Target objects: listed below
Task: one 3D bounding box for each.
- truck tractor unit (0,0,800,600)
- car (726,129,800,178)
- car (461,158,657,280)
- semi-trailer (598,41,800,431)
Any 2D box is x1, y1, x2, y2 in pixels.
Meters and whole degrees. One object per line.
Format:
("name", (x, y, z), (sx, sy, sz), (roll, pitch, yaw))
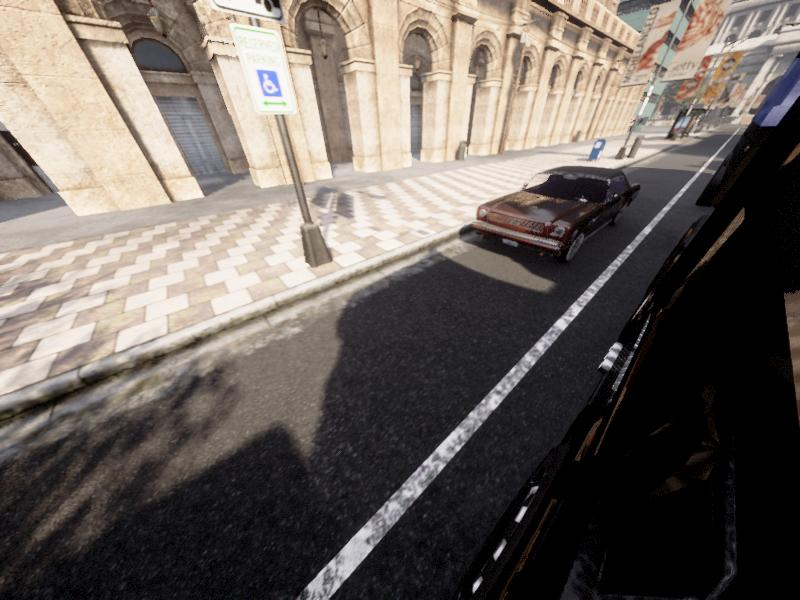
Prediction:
("truck tractor unit", (2.645, -0.295, 0.351), (6.516, 4.208, 3.053), (-28, 44, -30))
("car", (17.609, -7.062, 10.958), (4.892, 1.490, 1.837), (-28, 44, -30))
("car", (3.743, -2.223, 5.310), (4.718, 1.301, 1.895), (-28, 44, -30))
("semi-trailer", (8.700, -3.579, 4.263), (14.254, 4.402, 2.717), (-28, 44, -30))
